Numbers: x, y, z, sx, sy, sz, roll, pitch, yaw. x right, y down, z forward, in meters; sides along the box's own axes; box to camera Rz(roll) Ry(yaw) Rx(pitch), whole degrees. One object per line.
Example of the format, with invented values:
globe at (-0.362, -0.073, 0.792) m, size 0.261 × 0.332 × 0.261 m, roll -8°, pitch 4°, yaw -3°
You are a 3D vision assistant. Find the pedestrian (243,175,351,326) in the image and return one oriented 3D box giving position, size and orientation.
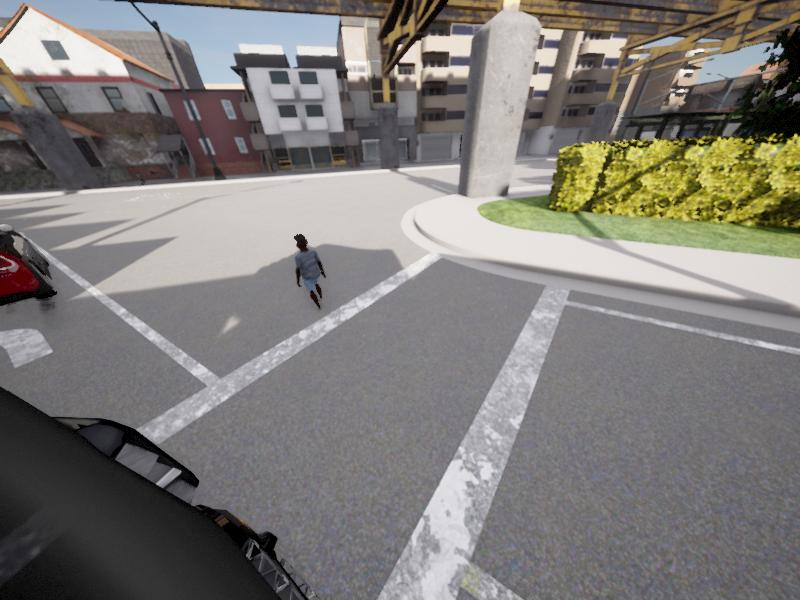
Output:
pedestrian at (-1.370, -0.684, 3.322) m, size 0.751 × 1.860 × 0.751 m, roll -28°, pitch 41°, yaw -32°

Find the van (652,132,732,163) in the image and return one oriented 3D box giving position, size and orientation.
van at (26.085, -13.729, 20.781) m, size 4.480 × 2.038 × 2.069 m, roll -10°, pitch 34°, yaw -11°

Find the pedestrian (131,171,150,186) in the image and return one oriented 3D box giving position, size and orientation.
pedestrian at (-22.719, -10.644, 20.254) m, size 0.500 × 1.100 × 0.500 m, roll -12°, pitch 35°, yaw -13°

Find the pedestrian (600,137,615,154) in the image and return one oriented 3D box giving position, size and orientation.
pedestrian at (28.156, -20.973, 31.360) m, size 0.751 × 1.860 × 0.751 m, roll 6°, pitch 35°, yaw 12°

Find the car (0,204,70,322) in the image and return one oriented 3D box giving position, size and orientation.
car at (-8.417, -0.693, 4.241) m, size 3.806 × 1.475 × 1.970 m, roll 19°, pitch 39°, yaw 29°
